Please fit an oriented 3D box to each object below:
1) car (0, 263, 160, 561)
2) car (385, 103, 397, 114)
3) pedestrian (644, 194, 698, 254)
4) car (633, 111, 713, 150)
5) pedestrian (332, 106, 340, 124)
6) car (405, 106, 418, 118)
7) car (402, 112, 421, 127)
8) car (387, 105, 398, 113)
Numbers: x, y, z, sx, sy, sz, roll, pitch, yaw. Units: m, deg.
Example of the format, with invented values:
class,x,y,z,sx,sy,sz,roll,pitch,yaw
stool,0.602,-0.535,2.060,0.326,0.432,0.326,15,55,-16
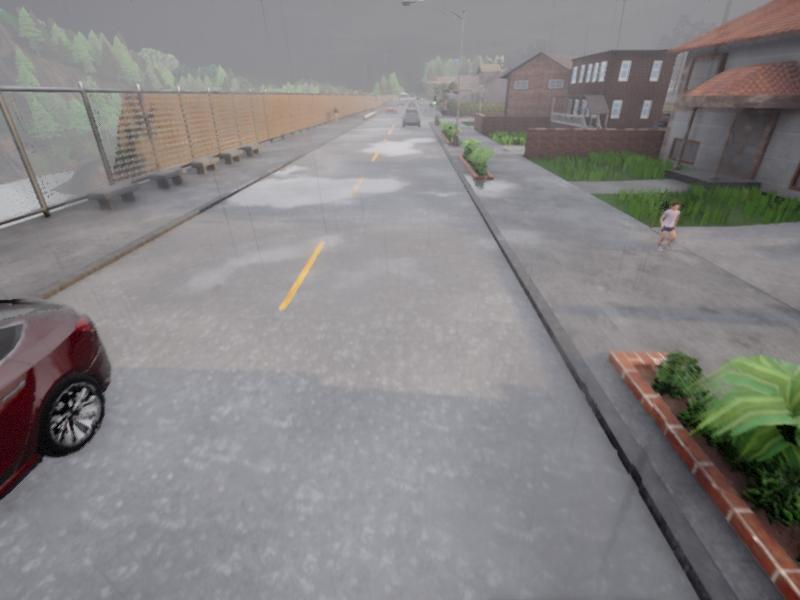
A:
class,x,y,z,sx,sy,sz,roll,pitch,yaw
car,-4.021,1.374,2.343,2.163,1.488,4.792,1,27,1
car,-1.714,-36.536,76.264,2.097,1.767,4.553,1,27,2
pedestrian,5.570,-1.570,8.282,0.500,1.100,0.500,2,27,5
car,16.194,-10.260,24.032,1.905,1.878,3.866,1,27,1
pedestrian,-7.398,-21.465,46.367,0.751,1.860,0.751,1,27,1
car,1.831,-29.474,62.727,1.882,1.535,5.008,1,27,1
car,1.288,-20.291,44.925,1.994,1.385,4.181,1,27,1
car,-1.549,-39.681,82.894,1.994,1.385,4.181,1,27,1
